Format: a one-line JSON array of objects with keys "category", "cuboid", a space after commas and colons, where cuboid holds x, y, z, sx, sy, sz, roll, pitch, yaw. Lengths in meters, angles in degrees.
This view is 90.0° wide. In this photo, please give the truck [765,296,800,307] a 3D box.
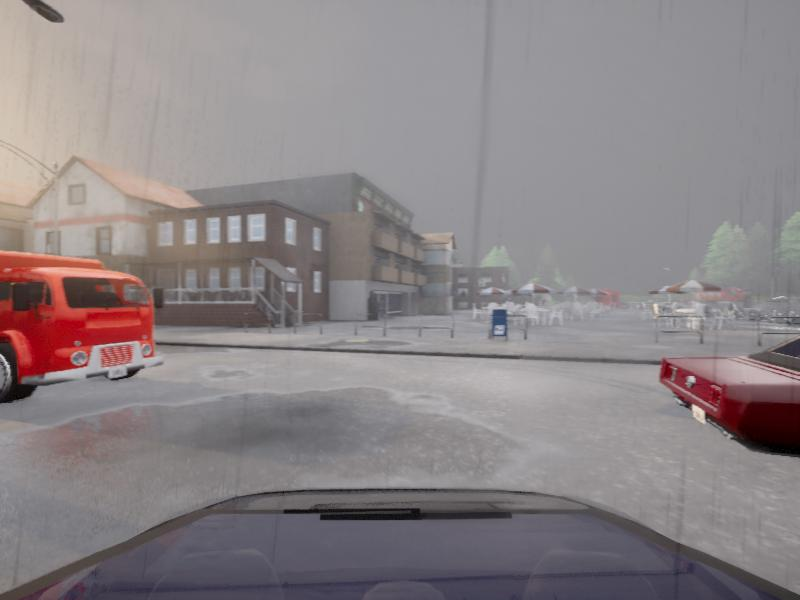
[{"category": "truck", "cuboid": [77.189, 0.261, 79.695, 6.274, 2.098, 2.390, 0, 0, 18]}]

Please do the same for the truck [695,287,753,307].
[{"category": "truck", "cuboid": [64.248, -0.547, 79.636, 8.468, 3.827, 2.891, 0, 0, 18]}]

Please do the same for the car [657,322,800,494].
[{"category": "car", "cuboid": [5.310, 0.924, 3.597, 4.718, 1.301, 1.895, 0, 0, 18]}]

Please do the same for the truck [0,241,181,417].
[{"category": "truck", "cuboid": [-7.312, 0.387, 7.646, 5.204, 2.467, 2.627, 0, 0, 18]}]
